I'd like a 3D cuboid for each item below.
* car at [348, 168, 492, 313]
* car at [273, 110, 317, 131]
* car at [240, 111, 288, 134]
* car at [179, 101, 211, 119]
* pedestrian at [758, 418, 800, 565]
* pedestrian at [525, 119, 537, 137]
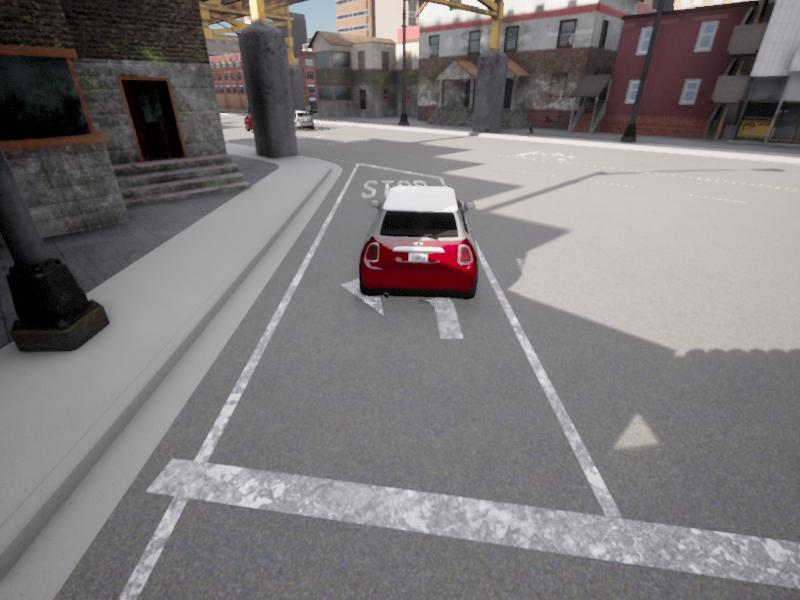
[{"bbox_3d":[0.397,-1.365,7.502,1.970,1.475,3.806,2,28,4],"label":"car"},{"bbox_3d":[-9.458,-16.122,35.840,1.970,1.475,3.806,-24,36,-38],"label":"car"},{"bbox_3d":[-11.315,-14.730,33.171,4.193,1.474,1.816,25,36,39],"label":"car"},{"bbox_3d":[-25.589,-23.684,49.914,3.866,1.878,1.905,23,35,37],"label":"car"},{"bbox_3d":[3.274,0.974,2.541,0.751,1.860,0.751,8,29,16],"label":"pedestrian"},{"bbox_3d":[9.245,-12.193,28.323,0.500,1.100,0.500,23,35,37],"label":"pedestrian"}]
